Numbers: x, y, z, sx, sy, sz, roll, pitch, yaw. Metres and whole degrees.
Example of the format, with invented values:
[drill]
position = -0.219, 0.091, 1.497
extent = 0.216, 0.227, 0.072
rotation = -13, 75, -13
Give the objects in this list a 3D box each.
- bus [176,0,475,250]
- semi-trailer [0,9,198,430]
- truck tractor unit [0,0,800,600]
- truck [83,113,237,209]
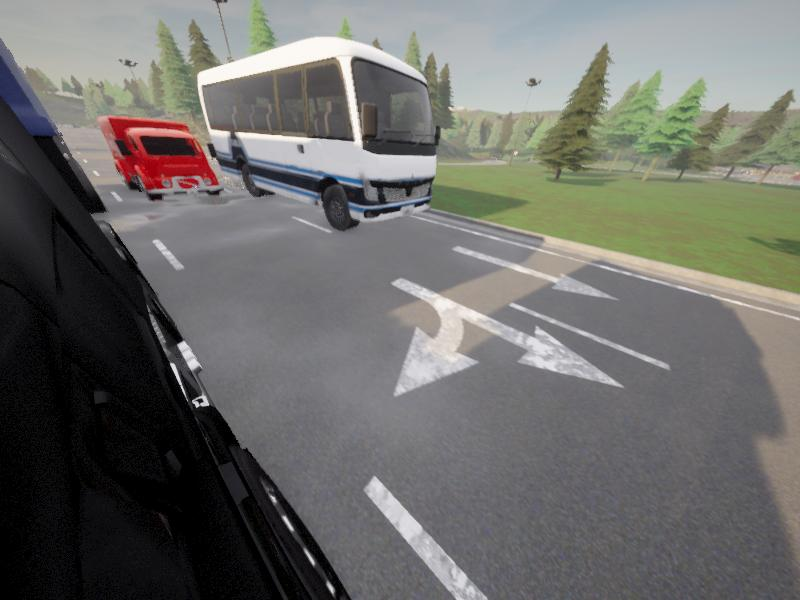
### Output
[bus]
position = -3.344, -5.853, 8.580
extent = 10.273, 4.253, 3.944
rotation = 27, 40, 30
[semi-trailer]
position = -8.666, -3.541, 4.381
extent = 14.254, 4.402, 2.717
rotation = 27, 40, 31
[truck tractor unit]
position = -2.645, -0.295, 0.352
extent = 6.516, 4.208, 3.053
rotation = 28, 44, 30
[truck]
position = -9.333, -5.537, 9.065
extent = 5.204, 2.467, 2.627
rotation = 27, 40, 30
